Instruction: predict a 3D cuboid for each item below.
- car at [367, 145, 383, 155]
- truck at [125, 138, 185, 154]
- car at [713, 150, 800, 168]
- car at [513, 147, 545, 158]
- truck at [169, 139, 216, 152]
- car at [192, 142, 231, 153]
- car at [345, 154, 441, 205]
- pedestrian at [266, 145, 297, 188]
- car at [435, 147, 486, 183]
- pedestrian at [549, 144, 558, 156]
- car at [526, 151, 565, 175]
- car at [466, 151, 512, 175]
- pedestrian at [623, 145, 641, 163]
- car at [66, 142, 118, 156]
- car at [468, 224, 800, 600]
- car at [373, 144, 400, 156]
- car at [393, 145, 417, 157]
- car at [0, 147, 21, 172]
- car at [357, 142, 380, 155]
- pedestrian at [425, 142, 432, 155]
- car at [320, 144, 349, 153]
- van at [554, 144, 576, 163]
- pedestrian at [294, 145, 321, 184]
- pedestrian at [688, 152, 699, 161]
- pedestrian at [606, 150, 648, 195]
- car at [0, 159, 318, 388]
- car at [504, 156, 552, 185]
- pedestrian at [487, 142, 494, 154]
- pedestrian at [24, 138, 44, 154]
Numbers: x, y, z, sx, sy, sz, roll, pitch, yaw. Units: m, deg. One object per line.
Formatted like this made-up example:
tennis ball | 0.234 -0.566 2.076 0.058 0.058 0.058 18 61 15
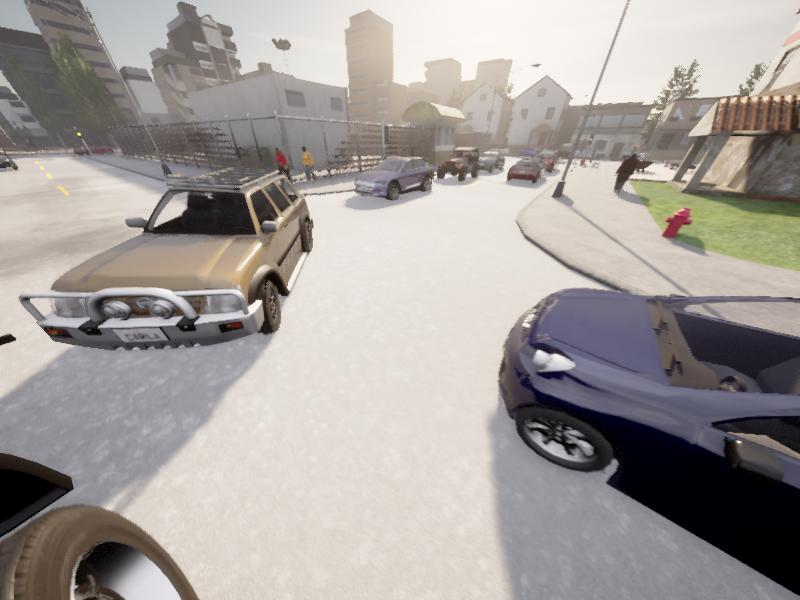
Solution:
car | -4.287 -25.800 39.783 1.481 1.379 2.207 23 40 29
truck | -41.364 -26.157 39.272 2.390 2.098 6.274 23 41 29
car | 42.730 -17.106 27.982 5.366 1.575 1.801 22 40 28
car | 21.965 -25.280 39.549 1.816 1.474 4.193 -19 39 -26
truck | -40.726 -30.537 45.606 2.390 2.098 6.274 23 40 28
car | -36.523 -29.753 44.942 1.930 1.638 5.238 23 41 29
car | -0.106 -6.143 11.442 2.033 1.649 4.856 23 40 29
pedestrian | -6.156 -6.969 12.093 0.751 1.860 0.751 21 39 26
car | 4.328 -9.675 16.377 1.905 1.878 3.866 23 40 29
pedestrian | 28.234 -27.624 42.468 0.751 1.860 0.751 23 40 29
car | 13.215 -12.503 20.919 2.007 1.525 4.514 23 40 29
car | 8.023 -12.368 20.656 2.128 1.511 4.902 23 40 29
pedestrian | 28.987 -18.209 28.872 0.751 1.860 0.751 -26 43 -33
car | -45.211 -22.291 34.062 1.851 1.617 3.988 3 35 4
car | 2.671 0.799 1.547 3.633 1.501 1.845 23 40 29
car | -2.206 -25.435 39.107 2.242 1.667 4.611 23 40 29
car | 0.788 -24.630 38.111 1.816 1.474 4.193 23 40 29
car | -31.904 -10.998 18.083 4.193 1.474 1.816 23 40 29
car | -5.520 -27.104 41.279 1.905 1.878 3.866 23 40 29
pedestrian | 5.202 -27.416 41.807 0.751 1.860 0.751 28 43 34
car | -13.127 -30.498 46.467 2.033 1.415 5.357 23 40 29
van | 22.835 -20.420 32.096 1.775 1.987 4.442 18 38 23
pedestrian | -5.227 -7.687 13.144 0.751 1.860 0.751 25 42 31
pedestrian | 42.823 -20.927 33.695 0.500 1.100 0.500 23 41 29
pedestrian | 11.236 -6.366 11.511 0.751 1.860 0.751 23 40 29
car | -2.868 -1.129 4.024 1.932 1.855 4.605 -1 35 -10
car | 9.103 -9.251 16.296 1.994 1.385 4.181 22 40 28
pedestrian | 17.587 -29.582 44.948 0.751 1.860 0.751 27 43 33
pedestrian | -54.730 -23.032 34.535 0.751 1.860 0.751 21 40 27
